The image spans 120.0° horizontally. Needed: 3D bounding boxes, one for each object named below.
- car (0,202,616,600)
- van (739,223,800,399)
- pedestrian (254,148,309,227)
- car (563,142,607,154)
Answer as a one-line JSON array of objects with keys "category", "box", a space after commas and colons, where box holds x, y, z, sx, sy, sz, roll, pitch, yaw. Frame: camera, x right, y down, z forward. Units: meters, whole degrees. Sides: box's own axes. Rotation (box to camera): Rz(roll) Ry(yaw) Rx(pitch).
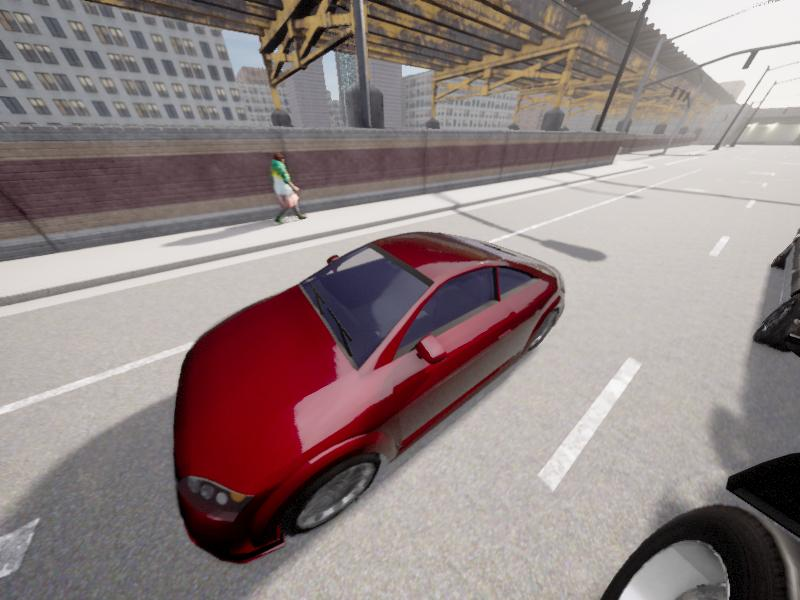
[{"category": "car", "box": [0.041, 0.119, 2.566, 4.181, 1.385, 1.994, -22, 41, -28]}, {"category": "van", "box": [6.935, -0.727, 2.676, 5.915, 2.561, 1.988, -22, 41, -28]}, {"category": "pedestrian", "box": [-3.297, -3.156, 6.527, 0.751, 1.860, 0.751, -23, 41, -29]}, {"category": "car", "box": [28.423, -23.439, 35.578, 4.974, 1.542, 2.038, -4, 35, -5]}]
